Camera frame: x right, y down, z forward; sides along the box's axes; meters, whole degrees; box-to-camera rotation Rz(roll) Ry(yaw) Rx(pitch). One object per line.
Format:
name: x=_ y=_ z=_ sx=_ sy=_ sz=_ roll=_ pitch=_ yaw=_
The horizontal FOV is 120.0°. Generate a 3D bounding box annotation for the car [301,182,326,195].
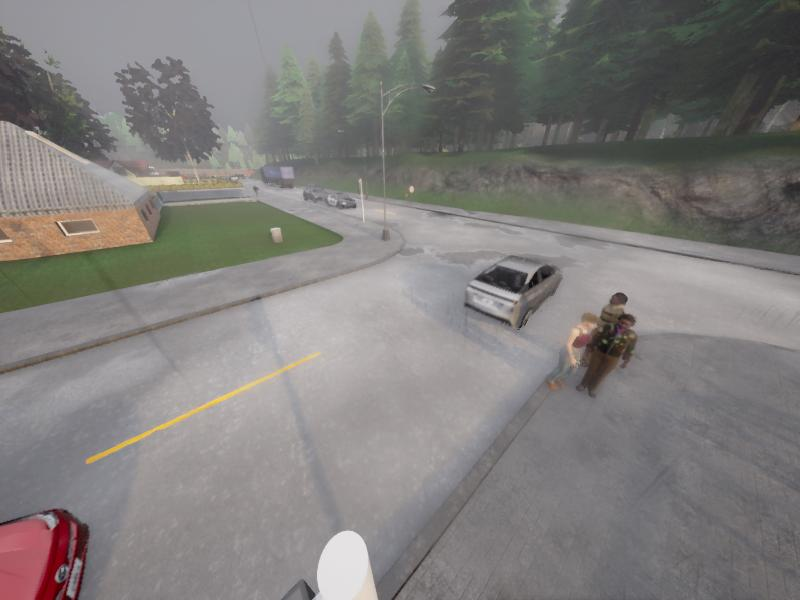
car: x=-15.240 y=-19.599 z=40.488 sx=2.242 sy=1.667 sz=4.611 roll=-23 pitch=37 yaw=-34

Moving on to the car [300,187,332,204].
car: x=-11.336 y=-14.136 z=31.074 sx=2.152 sy=1.651 sz=5.027 roll=-23 pitch=37 yaw=-34

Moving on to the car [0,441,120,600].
car: x=-5.050 y=3.302 z=0.966 sx=4.514 sy=1.525 sz=2.007 roll=-23 pitch=37 yaw=-34

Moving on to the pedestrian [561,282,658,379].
pedestrian: x=4.288 y=0.653 z=4.929 sx=0.751 sy=1.860 sz=0.751 roll=9 pitch=31 yaw=16

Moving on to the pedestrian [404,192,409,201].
pedestrian: x=0.896 y=-13.731 z=30.639 sx=0.500 sy=1.100 sz=0.500 roll=-18 pitch=35 yaw=-29

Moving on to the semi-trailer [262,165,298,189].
semi-trailer: x=-27.658 y=-28.199 z=52.634 sx=2.717 sy=4.402 sz=14.254 roll=-23 pitch=37 yaw=-34

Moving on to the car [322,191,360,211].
car: x=-6.774 y=-11.375 z=26.382 sx=2.038 sy=1.542 sz=4.974 roll=-23 pitch=37 yaw=-34

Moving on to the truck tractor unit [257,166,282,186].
truck tractor unit: x=-32.741 y=-31.148 z=57.935 sx=3.053 sy=4.208 sz=6.516 roll=-23 pitch=37 yaw=-34

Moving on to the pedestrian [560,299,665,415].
pedestrian: x=3.798 y=1.044 z=4.252 sx=0.751 sy=1.860 sz=0.751 roll=-25 pitch=39 yaw=-37

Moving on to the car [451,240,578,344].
car: x=3.951 y=-0.629 z=7.775 sx=4.514 sy=1.525 sz=2.007 roll=-26 pitch=39 yaw=-37

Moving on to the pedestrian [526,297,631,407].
pedestrian: x=3.227 y=0.994 z=4.357 sx=0.751 sy=1.860 sz=0.751 roll=-11 pitch=32 yaw=-19
